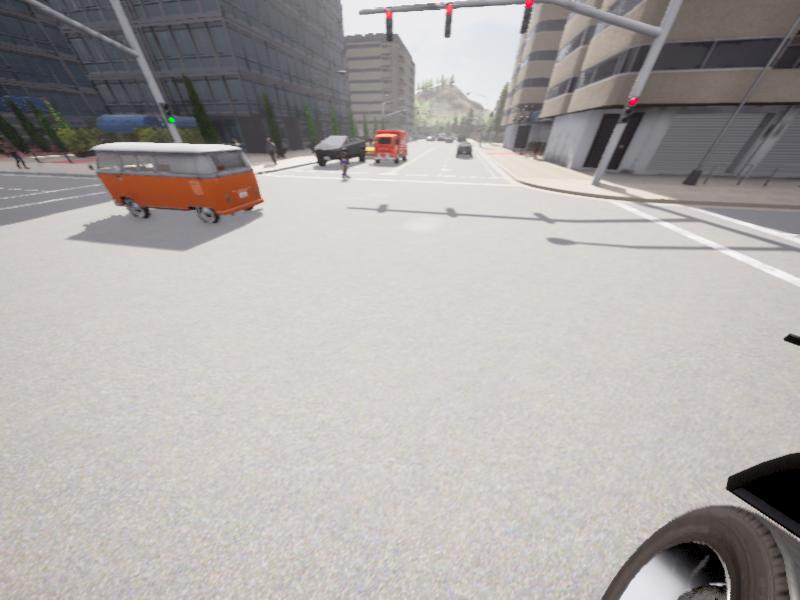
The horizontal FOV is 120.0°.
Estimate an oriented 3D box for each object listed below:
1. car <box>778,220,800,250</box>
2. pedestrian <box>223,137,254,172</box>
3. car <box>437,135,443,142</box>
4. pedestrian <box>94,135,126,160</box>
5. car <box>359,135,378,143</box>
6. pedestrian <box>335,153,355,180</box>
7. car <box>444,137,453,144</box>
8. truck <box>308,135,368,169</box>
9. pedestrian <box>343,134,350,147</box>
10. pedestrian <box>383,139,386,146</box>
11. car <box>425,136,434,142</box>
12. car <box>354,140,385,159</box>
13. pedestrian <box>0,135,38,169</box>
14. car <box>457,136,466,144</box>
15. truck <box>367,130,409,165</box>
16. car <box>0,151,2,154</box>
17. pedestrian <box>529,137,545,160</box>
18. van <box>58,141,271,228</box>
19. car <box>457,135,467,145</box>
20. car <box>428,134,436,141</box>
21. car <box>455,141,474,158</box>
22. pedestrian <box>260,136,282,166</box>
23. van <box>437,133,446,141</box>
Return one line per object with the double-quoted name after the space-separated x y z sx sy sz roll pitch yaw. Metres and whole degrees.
11.657 -1.232 4.467 4.181 1.385 1.994 7 36 9 "car"
-10.245 -9.276 14.724 0.751 1.860 0.751 0 36 0 "pedestrian"
13.778 -55.583 79.449 1.905 1.878 3.866 7 36 9 "car"
-25.931 -13.661 20.676 0.751 1.860 0.751 3 36 4 "pedestrian"
-8.571 -43.360 62.288 4.553 1.767 2.097 7 36 10 "car"
-3.197 -7.791 13.461 0.751 1.300 0.751 5 36 7 "pedestrian"
13.678 -45.083 65.121 2.038 1.542 4.974 7 36 9 "car"
-4.956 -12.935 19.942 2.390 2.098 6.274 7 36 10 "truck"
-9.456 -28.162 40.872 0.751 1.860 0.751 7 36 9 "pedestrian"
-3.034 -31.240 45.902 0.500 1.100 0.500 14 38 19 "pedestrian"
10.160 -55.311 79.379 2.163 1.488 4.792 7 36 9 "car"
-3.315 -17.198 26.312 1.801 1.575 5.366 7 36 10 "car"
-25.667 -9.783 15.304 0.751 1.860 0.751 6 36 7 "pedestrian"
17.887 -46.842 67.643 2.242 1.667 4.611 7 36 9 "car"
-0.918 -14.338 21.603 2.627 2.467 5.204 7 36 9 "truck"
-44.744 -16.157 23.851 6.274 2.098 2.390 28 44 32 "car"
13.567 -15.039 22.911 0.751 1.860 0.751 12 37 15 "pedestrian"
-6.901 -3.685 7.194 4.442 1.987 1.775 7 36 9 "van"
15.712 -40.928 58.926 2.150 2.045 5.566 7 36 9 "car"
11.853 -60.314 85.852 2.150 2.045 5.566 7 36 9 "car"
7.849 -18.473 28.287 1.812 1.442 4.674 7 36 9 "car"
-9.693 -11.241 17.455 0.751 1.860 0.751 -5 36 -7 "pedestrian"
15.518 -60.724 86.110 2.351 2.431 6.366 7 36 9 "van"
